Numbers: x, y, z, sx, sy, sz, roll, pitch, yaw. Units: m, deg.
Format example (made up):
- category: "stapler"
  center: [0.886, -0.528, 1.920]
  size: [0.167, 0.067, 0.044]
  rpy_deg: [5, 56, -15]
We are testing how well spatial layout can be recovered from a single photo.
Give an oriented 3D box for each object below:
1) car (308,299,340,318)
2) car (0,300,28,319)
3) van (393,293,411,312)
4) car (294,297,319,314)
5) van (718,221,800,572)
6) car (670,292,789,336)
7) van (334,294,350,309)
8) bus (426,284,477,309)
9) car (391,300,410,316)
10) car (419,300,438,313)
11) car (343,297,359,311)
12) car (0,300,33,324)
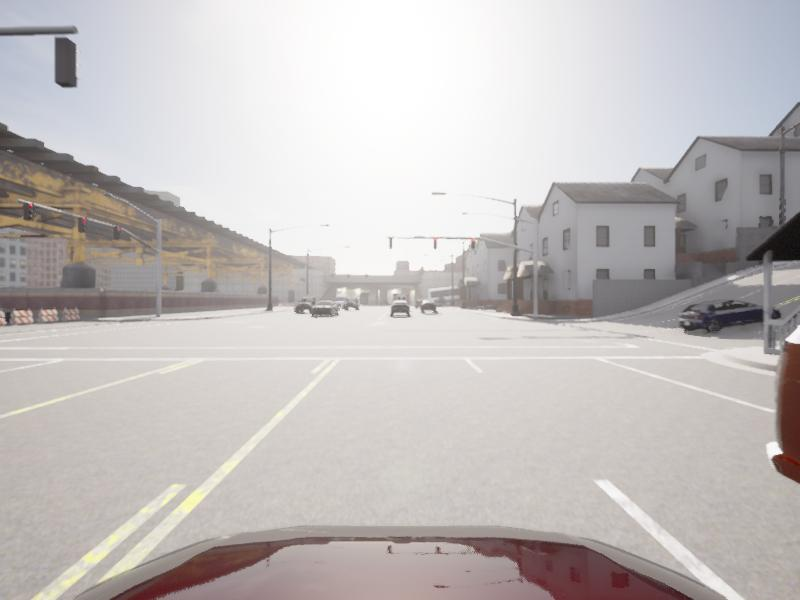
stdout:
- category: "car"
  center: [-6.976, 0.724, 37.251]
  size: [1.930, 1.638, 5.238]
  rpy_deg: [0, 0, 0]
- category: "car"
  center: [-27.246, 0.607, 25.674]
  size: [1.853, 1.218, 4.536]
  rpy_deg: [0, 0, 29]
- category: "van"
  center: [0.148, 0.308, 56.012]
  size: [2.351, 2.431, 6.366]
  rpy_deg: [0, 0, -1]
- category: "car"
  center: [-10.478, 0.589, 45.028]
  size: [1.905, 1.878, 3.866]
  rpy_deg: [0, 0, 0]
- category: "van"
  center: [3.325, 0.574, 0.661]
  size: [2.069, 2.038, 4.480]
  rpy_deg: [0, 1, 1]
- category: "car"
  center: [16.032, 0.663, 19.604]
  size: [4.193, 1.474, 1.816]
  rpy_deg: [-8, 1, -1]
- category: "van"
  center: [-10.463, 0.232, 72.508]
  size: [1.988, 2.561, 5.915]
  rpy_deg: [0, 0, 0]
- category: "bus"
  center: [11.203, -0.800, 88.298]
  size: [10.273, 4.253, 3.944]
  rpy_deg: [-6, 0, 0]
- category: "car"
  center: [0.023, 0.793, 40.348]
  size: [1.837, 1.490, 4.892]
  rpy_deg: [0, 0, 0]
- category: "car"
  center: [3.470, 0.773, 49.690]
  size: [2.128, 1.511, 4.902]
  rpy_deg: [0, 0, 1]
- category: "car"
  center: [-6.970, 0.575, 57.148]
  size: [1.905, 1.878, 3.866]
  rpy_deg: [0, 0, 0]
- category: "car"
  center: [-27.222, 0.764, 25.720]
  size: [2.038, 1.542, 4.974]
  rpy_deg: [0, 0, 29]
